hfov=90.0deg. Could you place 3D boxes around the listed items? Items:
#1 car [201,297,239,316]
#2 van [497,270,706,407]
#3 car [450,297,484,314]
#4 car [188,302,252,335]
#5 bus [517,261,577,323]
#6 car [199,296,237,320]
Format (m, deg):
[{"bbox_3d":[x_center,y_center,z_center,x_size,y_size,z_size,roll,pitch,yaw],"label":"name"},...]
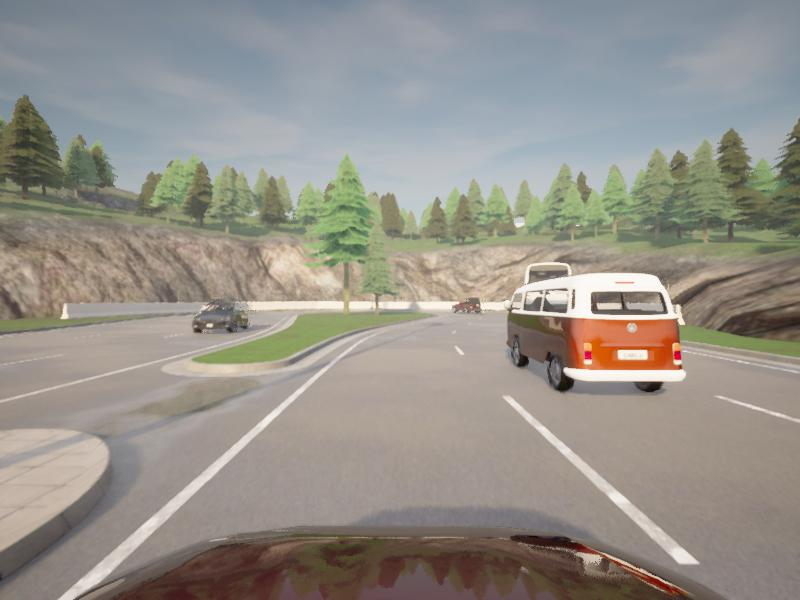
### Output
[{"bbox_3d":[-19.331,0.655,43.099,1.905,1.878,3.866,0,0,11],"label":"car"},{"bbox_3d":[3.556,0.573,8.219,2.069,2.038,4.480,0,0,1],"label":"van"},{"bbox_3d":[7.943,0.657,47.747,1.905,1.878,3.866,0,0,-29],"label":"car"},{"bbox_3d":[-8.892,0.859,20.168,1.816,1.474,4.193,0,0,-8],"label":"car"},{"bbox_3d":[11.728,-0.527,32.968,3.944,4.253,10.273,0,0,16],"label":"bus"},{"bbox_3d":[-15.069,0.661,33.382,1.932,1.855,4.605,0,0,-13],"label":"car"}]
